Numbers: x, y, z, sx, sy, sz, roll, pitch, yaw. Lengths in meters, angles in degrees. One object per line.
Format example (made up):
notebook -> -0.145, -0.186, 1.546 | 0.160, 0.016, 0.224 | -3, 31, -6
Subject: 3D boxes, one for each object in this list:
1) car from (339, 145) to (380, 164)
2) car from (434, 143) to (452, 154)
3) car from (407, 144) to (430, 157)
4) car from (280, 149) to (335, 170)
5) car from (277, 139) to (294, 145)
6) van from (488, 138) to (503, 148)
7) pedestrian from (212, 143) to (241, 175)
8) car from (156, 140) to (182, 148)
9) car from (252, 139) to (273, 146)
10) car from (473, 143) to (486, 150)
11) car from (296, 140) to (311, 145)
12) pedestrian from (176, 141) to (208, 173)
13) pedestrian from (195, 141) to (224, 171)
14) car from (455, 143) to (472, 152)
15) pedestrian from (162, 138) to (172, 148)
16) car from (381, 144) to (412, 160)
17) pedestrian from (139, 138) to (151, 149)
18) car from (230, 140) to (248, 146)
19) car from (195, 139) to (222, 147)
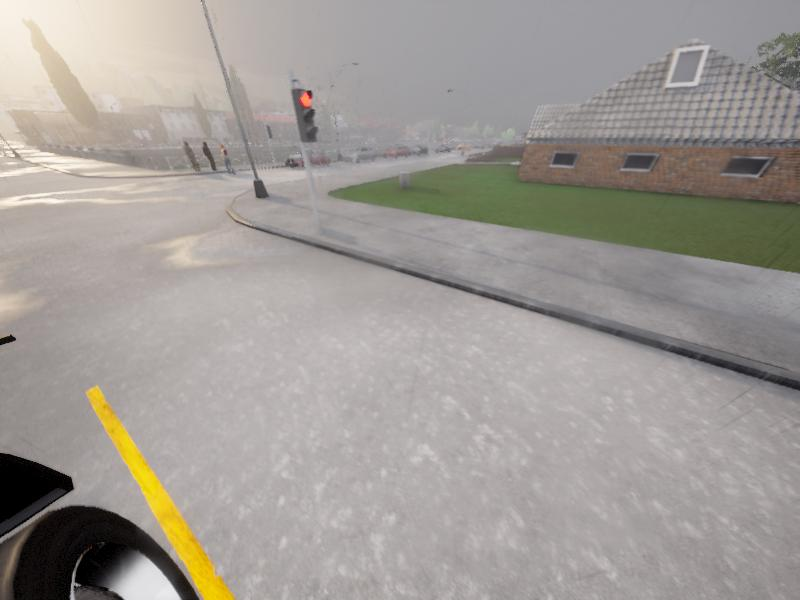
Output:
car -> -4.434, -16.337, 25.867 | 2.007, 1.525, 4.514 | 20, 39, 25
car -> 8.014, -27.979, 42.622 | 1.845, 1.501, 3.633 | 20, 40, 25
car -> 2.892, -23.163, 35.740 | 1.816, 1.474, 4.193 | 20, 39, 25
car -> -8.181, -12.772, 20.874 | 1.994, 1.385, 4.181 | 19, 39, 25
car -> -40.194, -55.300, 80.934 | 2.033, 1.649, 4.856 | 20, 39, 25
van -> 29.643, -48.571, 71.475 | 2.351, 2.431, 6.366 | 20, 39, 25
pedestrian -> -12.126, -9.852, 16.189 | 0.751, 1.860, 0.751 | 13, 37, 17
car -> -57.548, -38.991, 57.604 | 1.970, 1.475, 3.806 | 20, 39, 25
car -> -44.575, -51.197, 75.033 | 1.930, 1.638, 5.238 | 20, 39, 25
car -> 20.340, -39.438, 59.264 | 1.994, 1.385, 4.181 | 19, 39, 25
car -> -36.046, -59.159, 86.539 | 2.038, 1.542, 4.974 | 20, 39, 25
pedestrian -> -14.622, -10.070, 16.275 | 0.751, 1.860, 0.751 | 10, 36, 14
pedestrian -> -13.980, -10.571, 16.982 | 0.751, 1.860, 0.751 | 17, 38, 22
car -> 14.053, -33.627, 50.749 | 1.882, 1.535, 5.008 | 20, 39, 25
pedestrian -> -50.878, -34.273, 50.399 | 0.751, 1.860, 0.751 | 22, 41, 28
car -> -0.398, -20.110, 31.300 | 2.007, 1.525, 4.514 | 20, 39, 25
pedestrian -> -50.979, -31.342, 46.216 | 0.751, 1.860, 0.751 | 19, 39, 25
car -> -48.567, -47.378, 69.715 | 1.970, 1.475, 3.806 | 20, 39, 25
car -> -52.860, -43.445, 63.873 | 1.930, 1.638, 5.238 | 20, 39, 25
